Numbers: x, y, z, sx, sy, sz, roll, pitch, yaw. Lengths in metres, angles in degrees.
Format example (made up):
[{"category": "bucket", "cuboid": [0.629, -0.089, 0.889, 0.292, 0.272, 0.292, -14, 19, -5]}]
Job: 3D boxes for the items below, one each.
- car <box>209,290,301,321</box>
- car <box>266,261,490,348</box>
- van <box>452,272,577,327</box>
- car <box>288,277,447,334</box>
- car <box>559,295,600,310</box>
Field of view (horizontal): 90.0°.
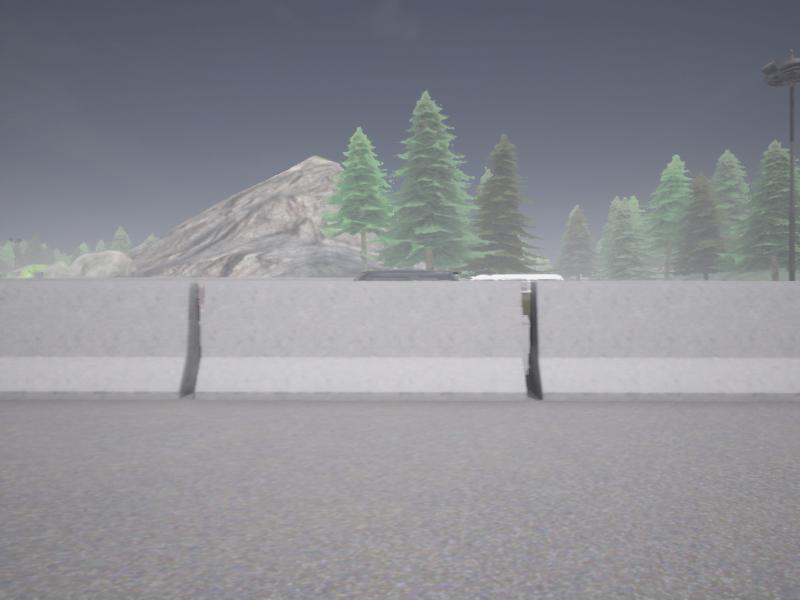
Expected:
[{"category": "car", "cuboid": [-7.042, 0.255, 19.703, 3.806, 1.475, 1.970, 0, 0, 0]}, {"category": "car", "cuboid": [-0.451, 0.095, 9.201, 4.553, 1.767, 2.097, 0, 0, 0]}, {"category": "van", "cuboid": [4.474, -0.025, 16.201, 4.480, 2.038, 2.069, 1, 0, 0]}, {"category": "car", "cuboid": [-0.950, 0.157, 12.702, 4.611, 1.667, 2.242, 0, 0, 0]}, {"category": "car", "cuboid": [19.307, 0.226, 43.390, 2.128, 1.511, 4.902, 0, 0, -1]}]
